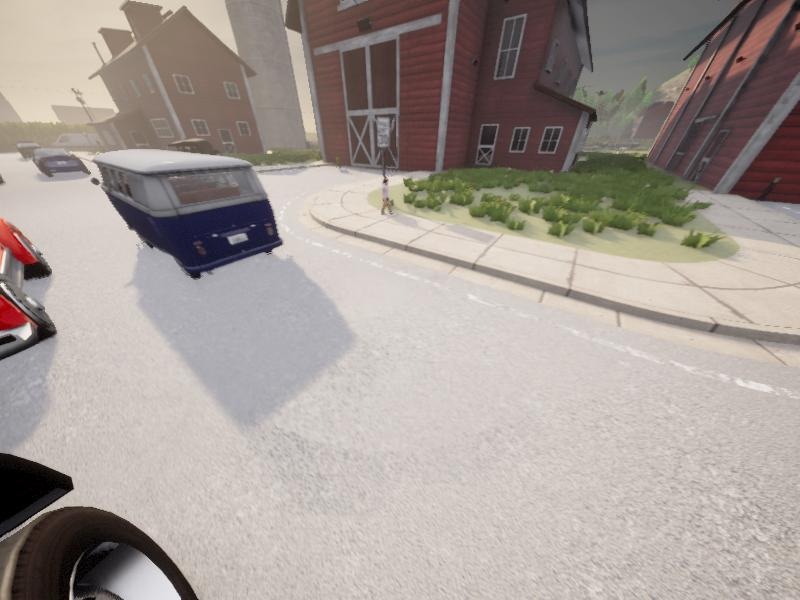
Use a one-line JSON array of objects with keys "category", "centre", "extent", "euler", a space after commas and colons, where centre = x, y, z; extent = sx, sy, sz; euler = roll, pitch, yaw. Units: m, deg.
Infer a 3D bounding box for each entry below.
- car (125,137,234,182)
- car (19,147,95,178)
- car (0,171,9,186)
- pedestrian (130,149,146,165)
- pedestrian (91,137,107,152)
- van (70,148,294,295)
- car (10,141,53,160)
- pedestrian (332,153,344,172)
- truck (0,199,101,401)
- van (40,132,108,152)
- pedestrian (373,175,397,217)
[{"category": "car", "centre": [-12.752, -8.357, 13.708], "extent": [3.866, 1.878, 1.905], "euler": [-5, 41, -5]}, {"category": "car", "centre": [-23.780, -9.628, 16.037], "extent": [4.792, 1.488, 2.163], "euler": [22, 41, 28]}, {"category": "car", "centre": [-23.384, -6.957, 12.355], "extent": [4.181, 1.385, 1.994], "euler": [22, 41, 28]}, {"category": "pedestrian", "centre": [-22.702, -12.408, 20.008], "extent": [0.500, 1.100, 0.500], "euler": [-27, 44, -33]}, {"category": "pedestrian", "centre": [-46.730, -24.226, 35.914], "extent": [0.751, 1.860, 0.751], "euler": [30, 45, 35]}, {"category": "van", "centre": [-4.708, -2.057, 5.048], "extent": [4.442, 1.987, 1.775], "euler": [22, 41, 28]}, {"category": "car", "centre": [-42.577, -17.360, 26.678], "extent": [5.238, 1.638, 1.930], "euler": [22, 41, 28]}, {"category": "pedestrian", "centre": [-4.451, -9.863, 16.581], "extent": [0.500, 1.100, 0.500], "euler": [21, 40, 26]}, {"category": "truck", "centre": [-6.574, -0.547, 2.478], "extent": [5.204, 2.467, 2.627], "euler": [22, 41, 28]}, {"category": "van", "centre": [-53.886, -26.263, 38.450], "extent": [1.988, 2.561, 5.915], "euler": [23, 41, 28]}, {"category": "pedestrian", "centre": [-0.455, -3.266, 7.262], "extent": [0.500, 1.100, 0.500], "euler": [20, 40, 25]}]
